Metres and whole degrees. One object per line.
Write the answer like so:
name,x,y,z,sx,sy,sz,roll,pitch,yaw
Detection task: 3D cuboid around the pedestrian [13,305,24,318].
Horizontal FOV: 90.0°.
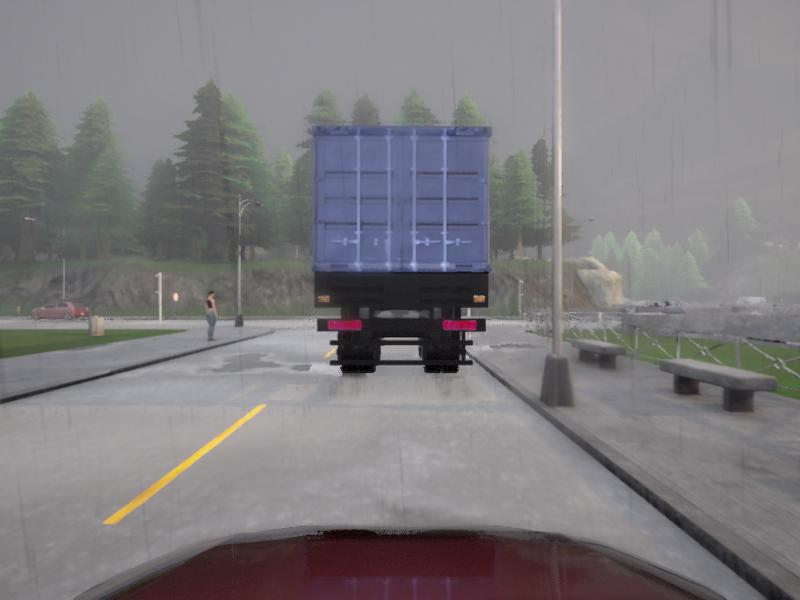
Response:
pedestrian,-32.893,0.957,34.502,0.500,1.100,0.500,0,0,-13

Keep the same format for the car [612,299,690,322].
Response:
car,19.388,0.796,31.082,4.611,1.667,2.242,0,0,0

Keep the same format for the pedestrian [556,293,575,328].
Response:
pedestrian,9.004,0.553,21.744,0.751,1.860,0.751,0,0,3

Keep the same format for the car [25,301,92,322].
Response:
car,-26.395,0.866,30.998,3.633,1.501,1.845,0,0,0

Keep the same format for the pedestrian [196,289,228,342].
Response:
pedestrian,-6.809,0.553,14.483,0.751,1.860,0.751,0,0,34

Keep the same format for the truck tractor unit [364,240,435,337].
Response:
truck tractor unit,-0.210,-0.497,20.654,3.053,4.208,6.516,0,0,-4

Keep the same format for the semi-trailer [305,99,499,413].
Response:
semi-trailer,-0.037,-0.602,12.743,2.717,4.402,14.254,0,0,-1
